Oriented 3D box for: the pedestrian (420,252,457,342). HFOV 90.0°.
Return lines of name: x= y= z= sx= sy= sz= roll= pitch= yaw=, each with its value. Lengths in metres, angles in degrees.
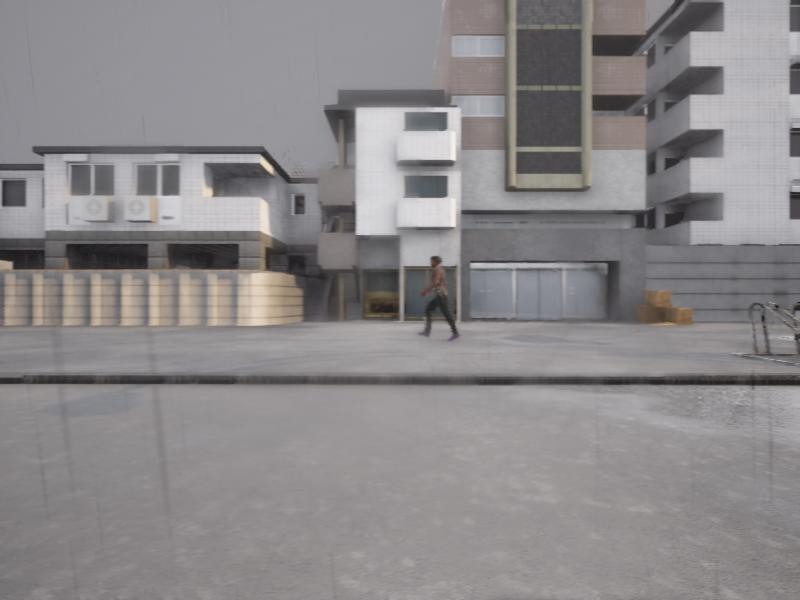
pedestrian: x=0.814 y=-0.067 z=8.618 sx=0.751 sy=1.860 sz=0.751 roll=0 pitch=0 yaw=3
